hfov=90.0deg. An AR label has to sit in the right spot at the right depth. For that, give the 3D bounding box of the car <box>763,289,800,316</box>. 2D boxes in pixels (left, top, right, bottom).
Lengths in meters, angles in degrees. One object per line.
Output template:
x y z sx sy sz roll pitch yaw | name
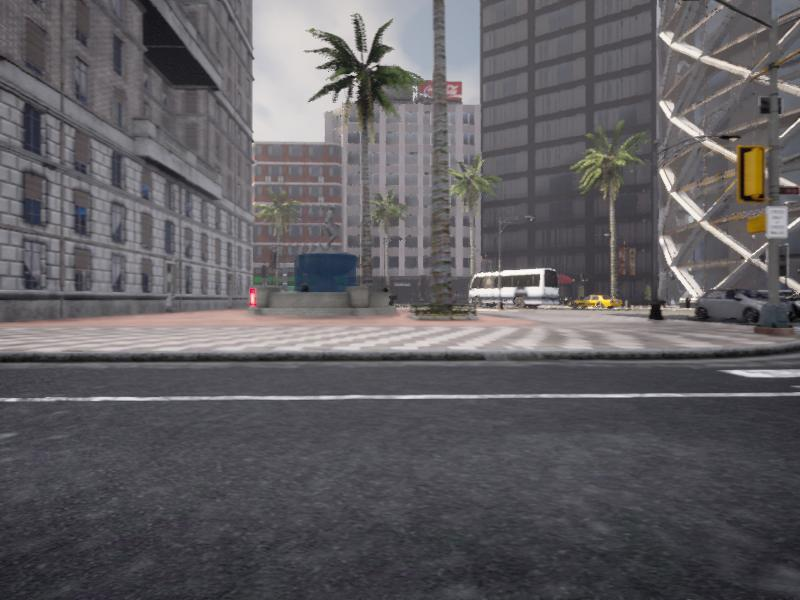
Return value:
25.446 0.151 24.340 2.242 1.667 4.611 0 0 -6 | car

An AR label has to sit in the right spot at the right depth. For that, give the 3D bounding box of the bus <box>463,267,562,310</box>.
12.388 -1.149 45.219 3.944 4.253 10.273 1 0 -41 | bus

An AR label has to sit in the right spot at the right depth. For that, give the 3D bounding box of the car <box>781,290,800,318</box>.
22.238 0.221 20.507 1.845 1.501 3.633 0 0 -3 | car

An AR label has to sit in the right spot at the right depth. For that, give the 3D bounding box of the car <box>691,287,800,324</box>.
15.306 0.223 17.853 1.845 1.501 3.633 0 0 -4 | car

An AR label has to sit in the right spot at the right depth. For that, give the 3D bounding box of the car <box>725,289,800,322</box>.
18.637 0.249 19.750 1.970 1.475 3.806 0 0 -5 | car

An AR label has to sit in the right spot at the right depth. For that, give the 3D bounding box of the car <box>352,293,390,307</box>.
-3.760 0.035 52.205 4.605 1.855 1.932 0 -1 22 | car

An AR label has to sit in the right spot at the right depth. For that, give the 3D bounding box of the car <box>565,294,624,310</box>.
19.844 0.190 41.043 1.801 1.575 5.366 0 0 -30 | car

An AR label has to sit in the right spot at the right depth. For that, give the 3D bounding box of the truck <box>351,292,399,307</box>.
-3.525 -0.078 55.871 6.274 2.098 2.390 0 0 23 | truck
